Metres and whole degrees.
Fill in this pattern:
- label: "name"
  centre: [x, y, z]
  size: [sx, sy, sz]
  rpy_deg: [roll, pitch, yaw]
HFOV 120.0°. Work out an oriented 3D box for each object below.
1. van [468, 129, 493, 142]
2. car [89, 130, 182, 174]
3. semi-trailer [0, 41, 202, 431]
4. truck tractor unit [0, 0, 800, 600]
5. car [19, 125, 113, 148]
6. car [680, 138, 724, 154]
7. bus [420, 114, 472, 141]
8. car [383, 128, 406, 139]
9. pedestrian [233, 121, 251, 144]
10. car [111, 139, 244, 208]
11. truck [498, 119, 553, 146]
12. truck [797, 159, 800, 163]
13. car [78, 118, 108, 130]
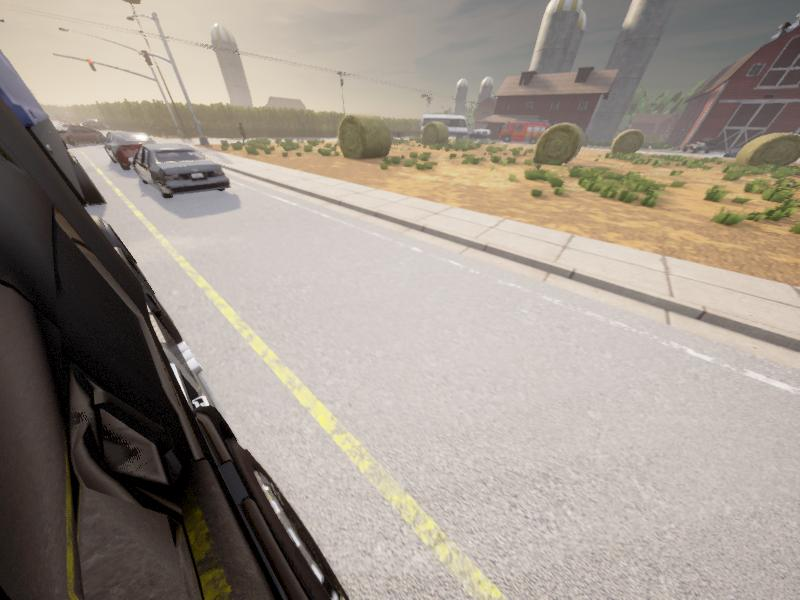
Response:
- label: "van"
  centre: [17.419, -35.717, 50.112]
  size: [4.480, 2.038, 2.069]
  rpy_deg: [25, 43, 27]
- label: "car"
  centre: [-13.830, -7.863, 12.060]
  size: [4.792, 1.488, 2.163]
  rpy_deg: [28, 44, 30]
- label: "semi-trailer"
  centre: [-8.683, -3.606, 4.256]
  size: [14.254, 4.402, 2.717]
  rpy_deg: [28, 44, 30]
- label: "truck tractor unit"
  centre: [-2.645, -0.295, 0.351]
  size: [6.516, 4.208, 3.053]
  rpy_deg: [28, 44, 30]
- label: "car"
  centre: [-27.248, -13.640, 19.157]
  size: [1.994, 1.385, 4.181]
  rpy_deg: [-3, 37, -6]
- label: "car"
  centre: [48.097, -24.603, 36.865]
  size: [3.866, 1.878, 1.905]
  rpy_deg: [-4, 43, -5]
- label: "bus"
  centre: [9.706, -37.454, 50.182]
  size: [10.273, 4.253, 3.944]
  rpy_deg: [7, 37, 6]
- label: "car"
  centre: [-1.092, -34.092, 47.243]
  size: [2.097, 1.767, 4.553]
  rpy_deg: [26, 43, 28]
- label: "pedestrian"
  centre: [-16.440, -17.465, 24.084]
  size: [0.751, 1.860, 0.751]
  rpy_deg: [24, 42, 26]
- label: "car"
  centre: [-8.183, -4.832, 8.416]
  size: [5.357, 1.411, 2.033]
  rpy_deg: [28, 44, 30]
- label: "truck"
  centre: [24.506, -33.141, 45.593]
  size: [8.468, 3.827, 2.891]
  rpy_deg: [25, 43, 27]
- label: "truck"
  centre: [52.303, -17.029, 26.839]
  size: [5.204, 2.467, 2.627]
  rpy_deg: [25, 43, 27]
- label: "car"
  centre: [-51.680, -29.570, 38.873]
  size: [4.792, 1.488, 2.163]
  rpy_deg: [26, 43, 28]
